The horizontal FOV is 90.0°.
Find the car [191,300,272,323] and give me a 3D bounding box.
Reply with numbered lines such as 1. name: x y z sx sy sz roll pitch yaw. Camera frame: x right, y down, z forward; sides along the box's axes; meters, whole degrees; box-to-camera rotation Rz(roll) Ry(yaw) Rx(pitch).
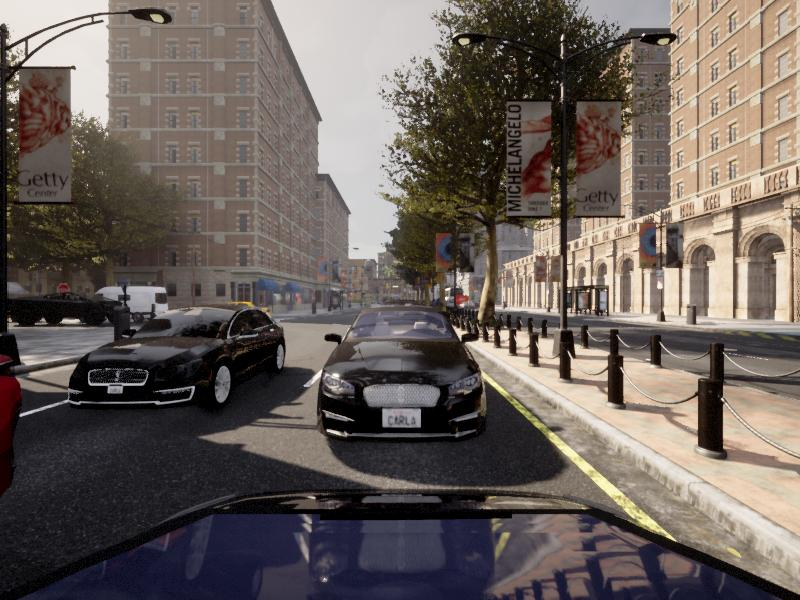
1. car: -12.341 0.801 29.645 5.366 1.575 1.801 0 0 -19

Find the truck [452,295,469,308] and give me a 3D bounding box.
1. truck: 11.763 0.355 78.047 2.627 2.467 5.204 0 0 0

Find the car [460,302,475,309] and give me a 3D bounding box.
1. car: 11.736 0.942 70.013 1.895 1.301 4.718 0 0 0

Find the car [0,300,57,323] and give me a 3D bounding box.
1. car: -28.277 0.801 28.894 5.366 1.575 1.801 0 0 -1

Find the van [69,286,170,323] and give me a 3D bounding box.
1. van: -20.213 0.322 29.025 5.915 2.561 1.988 0 0 -2

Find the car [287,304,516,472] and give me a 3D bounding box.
1. car: 0.023 0.836 6.166 2.128 1.511 4.902 0 0 0

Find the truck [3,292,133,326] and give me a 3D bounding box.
1. truck: -20.892 0.542 25.433 6.274 2.098 2.390 0 0 -1

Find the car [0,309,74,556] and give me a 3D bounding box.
1. car: -3.495 0.828 0.791 2.007 1.525 4.514 0 0 0

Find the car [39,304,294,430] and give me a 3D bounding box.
1. car: -3.503 0.845 7.333 1.837 1.490 4.892 0 0 0

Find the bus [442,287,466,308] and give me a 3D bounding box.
1. bus: 11.676 -0.538 88.180 3.944 4.253 10.273 0 0 0

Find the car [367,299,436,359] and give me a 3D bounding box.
1. car: 0.043 0.788 12.806 1.851 1.617 3.988 0 0 0
